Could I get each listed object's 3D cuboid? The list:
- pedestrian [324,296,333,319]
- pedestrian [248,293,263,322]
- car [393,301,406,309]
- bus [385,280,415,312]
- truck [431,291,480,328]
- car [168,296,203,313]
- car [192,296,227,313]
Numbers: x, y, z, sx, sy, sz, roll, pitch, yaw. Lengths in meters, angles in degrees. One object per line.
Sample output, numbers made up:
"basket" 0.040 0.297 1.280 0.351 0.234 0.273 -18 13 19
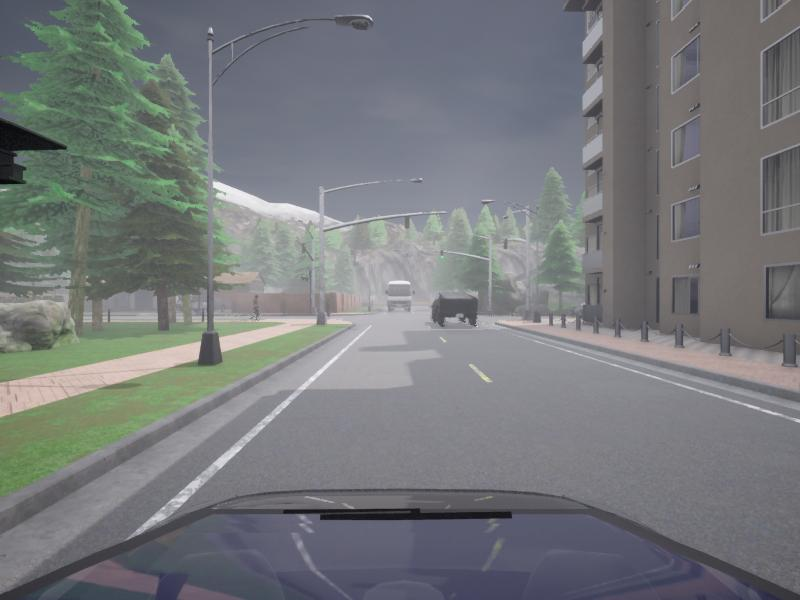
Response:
"pedestrian" -6.080 0.627 34.020 0.751 1.860 0.751 0 0 -13
"pedestrian" -9.498 0.471 26.268 0.751 1.860 0.751 0 0 -6
"car" -0.106 0.870 71.658 2.128 1.511 4.902 0 0 0
"bus" 0.035 -0.534 57.845 3.944 4.253 10.273 0 0 0
"truck" 3.461 0.543 26.319 2.390 2.098 6.274 0 0 0
"car" -24.091 0.505 45.073 1.905 1.878 3.866 0 0 -1
"car" -21.587 0.503 45.523 1.932 1.855 4.605 0 0 -1
